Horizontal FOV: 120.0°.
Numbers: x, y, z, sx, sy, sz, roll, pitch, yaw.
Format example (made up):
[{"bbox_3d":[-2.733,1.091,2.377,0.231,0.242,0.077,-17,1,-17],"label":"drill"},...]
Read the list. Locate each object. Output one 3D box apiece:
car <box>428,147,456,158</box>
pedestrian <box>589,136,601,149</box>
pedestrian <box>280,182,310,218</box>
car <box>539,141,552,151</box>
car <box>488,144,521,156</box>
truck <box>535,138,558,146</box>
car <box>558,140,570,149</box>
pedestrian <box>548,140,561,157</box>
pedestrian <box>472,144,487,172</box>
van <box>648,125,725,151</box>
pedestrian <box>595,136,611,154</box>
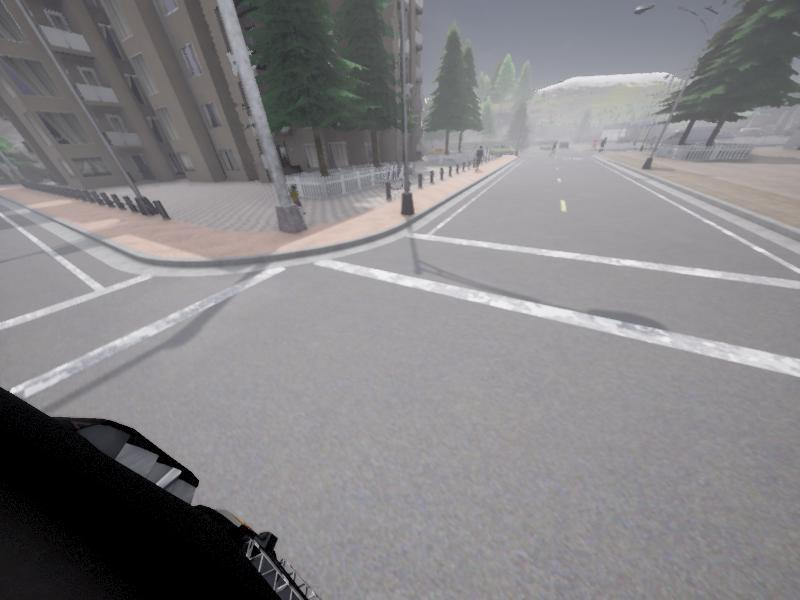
[{"bbox_3d":[7.988,-28.355,44.332,5.008,1.535,1.882,15,38,25],"label":"car"},{"bbox_3d":[34.200,-27.606,40.585,0.751,1.860,0.751,-10,34,-11],"label":"pedestrian"},{"bbox_3d":[-3.727,-3.562,8.256,0.500,1.100,0.500,12,37,22],"label":"pedestrian"},{"bbox_3d":[30.783,-32.584,48.915,2.007,1.525,4.514,15,38,25],"label":"car"},{"bbox_3d":[17.610,-25.355,39.106,4.514,1.525,2.007,22,41,32],"label":"car"},{"bbox_3d":[51.009,-55.038,80.401,6.274,2.098,2.390,15,38,25],"label":"truck"},{"bbox_3d":[36.850,-34.961,52.017,1.837,1.490,4.892,15,38,25],"label":"car"},{"bbox_3d":[20.753,-20.392,31.118,0.751,1.860,0.751,-28,41,-32],"label":"pedestrian"},{"bbox_3d":[6.339,-11.418,18.545,0.751,1.860,0.751,15,38,25],"label":"pedestrian"},{"bbox_3d":[39.439,-22.483,32.193,5.915,2.561,1.988,15,38,25],"label":"van"},{"bbox_3d":[26.518,-20.271,30.189,0.751,1.860,0.751,-8,34,-8],"label":"pedestrian"}]
